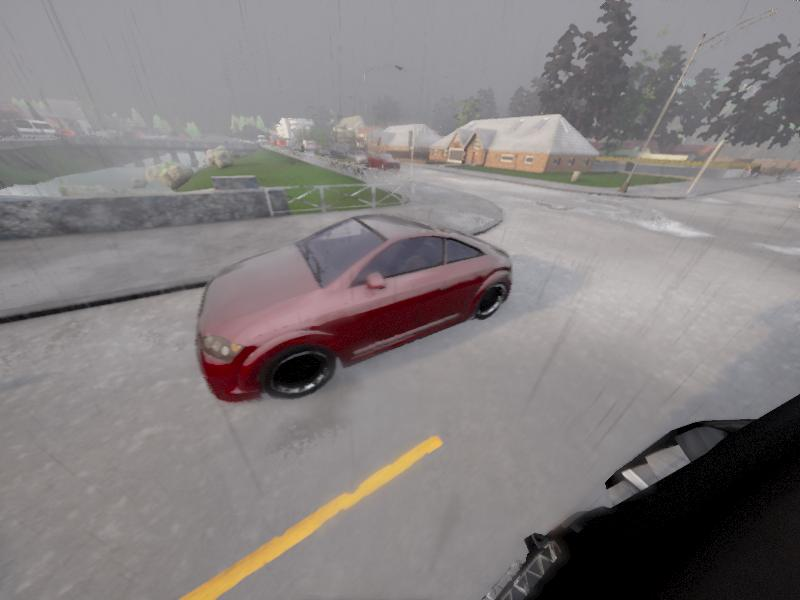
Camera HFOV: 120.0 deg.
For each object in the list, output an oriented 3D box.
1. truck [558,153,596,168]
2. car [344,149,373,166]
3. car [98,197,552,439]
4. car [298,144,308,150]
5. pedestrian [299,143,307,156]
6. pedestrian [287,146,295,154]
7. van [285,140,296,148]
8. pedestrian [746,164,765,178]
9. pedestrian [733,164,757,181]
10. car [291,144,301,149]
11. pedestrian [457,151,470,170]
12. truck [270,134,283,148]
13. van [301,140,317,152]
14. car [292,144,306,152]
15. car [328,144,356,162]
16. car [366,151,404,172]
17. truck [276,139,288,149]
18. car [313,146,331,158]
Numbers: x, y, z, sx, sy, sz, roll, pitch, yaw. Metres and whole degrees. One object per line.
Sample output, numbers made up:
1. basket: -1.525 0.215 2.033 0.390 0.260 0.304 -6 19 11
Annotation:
1. truck: 31.267 -24.683 40.877 2.069 2.038 4.478 -16 38 -26
2. car: -5.241 -17.927 29.042 2.007 1.525 4.514 -16 38 -26
3. car: -0.329 -0.391 3.233 4.181 1.385 1.994 -16 38 -26
4. car: -29.563 -46.488 70.220 1.816 1.474 4.193 -16 38 -26
5. pedestrian: -16.105 -24.882 38.188 0.751 1.860 0.751 -17 38 -26
6. pedestrian: -19.839 -27.314 42.081 0.751 1.300 0.751 23 39 27
7. van: -41.092 -58.349 86.350 2.351 2.431 6.366 -16 38 -26
8. pedestrian: 55.911 -20.360 36.357 0.751 1.860 0.751 -14 37 -24
9. pedestrian: 43.633 -16.166 29.239 0.751 1.860 0.751 -15 37 -24
10. car: -35.255 -52.099 78.324 1.994 1.385 4.181 -16 38 -26
11. pedestrian: 7.241 -15.990 26.466 0.751 1.860 0.751 -16 38 -25
12. truck: -47.044 -60.421 87.786 2.891 3.827 8.468 -16 38 -26
13. van: -25.151 -42.525 63.725 2.351 2.431 6.366 -16 38 -26
14. car: -25.174 -37.742 57.316 2.038 1.542 4.974 -16 38 -26
15. car: -8.461 -21.350 33.480 2.150 2.045 5.566 -16 38 -26
16. car: -1.692 -14.443 24.054 1.882 1.535 5.008 -16 38 -25
17. truck: -39.572 -52.418 77.530 2.627 2.467 5.204 -16 38 -26
18. car: -13.971 -26.628 41.411 1.851 1.617 3.988 -16 38 -26
